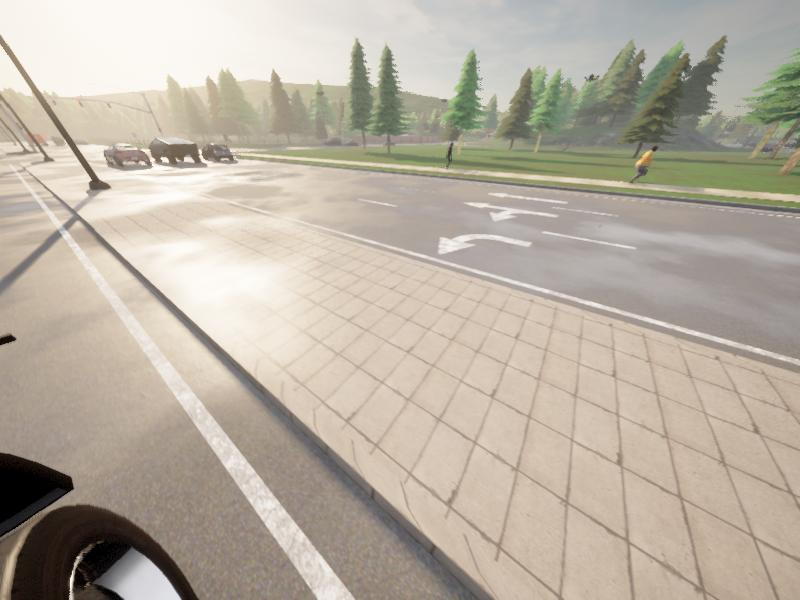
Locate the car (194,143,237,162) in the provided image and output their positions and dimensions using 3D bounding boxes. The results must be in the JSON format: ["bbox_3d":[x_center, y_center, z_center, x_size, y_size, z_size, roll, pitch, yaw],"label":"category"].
[{"bbox_3d":[-20.053,-16.057,25.097,3.988,1.617,1.851,22,40,27],"label":"car"}]

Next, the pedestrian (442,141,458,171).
[{"bbox_3d":[3.760,-10.854,17.415,0.751,1.860,0.751,22,41,28],"label":"pedestrian"}]

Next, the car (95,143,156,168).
[{"bbox_3d":[-24.619,-12.995,20.699,5.027,1.651,2.152,22,40,28],"label":"car"}]

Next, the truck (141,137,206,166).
[{"bbox_3d":[-22.308,-14.713,22.745,6.274,2.098,2.390,22,40,27],"label":"truck"}]

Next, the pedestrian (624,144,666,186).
[{"bbox_3d":[12.884,-7.132,12.220,0.751,1.860,0.751,23,41,29],"label":"pedestrian"}]

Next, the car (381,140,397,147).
[{"bbox_3d":[-3.158,-46.043,67.920,2.128,1.511,4.902,22,41,28],"label":"car"}]

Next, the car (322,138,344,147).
[{"bbox_3d":[-18.720,-44.123,64.536,2.150,2.045,5.566,22,41,28],"label":"car"}]

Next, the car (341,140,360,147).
[{"bbox_3d":[-13.169,-41.417,61.215,1.837,1.490,4.892,22,41,28],"label":"car"}]
